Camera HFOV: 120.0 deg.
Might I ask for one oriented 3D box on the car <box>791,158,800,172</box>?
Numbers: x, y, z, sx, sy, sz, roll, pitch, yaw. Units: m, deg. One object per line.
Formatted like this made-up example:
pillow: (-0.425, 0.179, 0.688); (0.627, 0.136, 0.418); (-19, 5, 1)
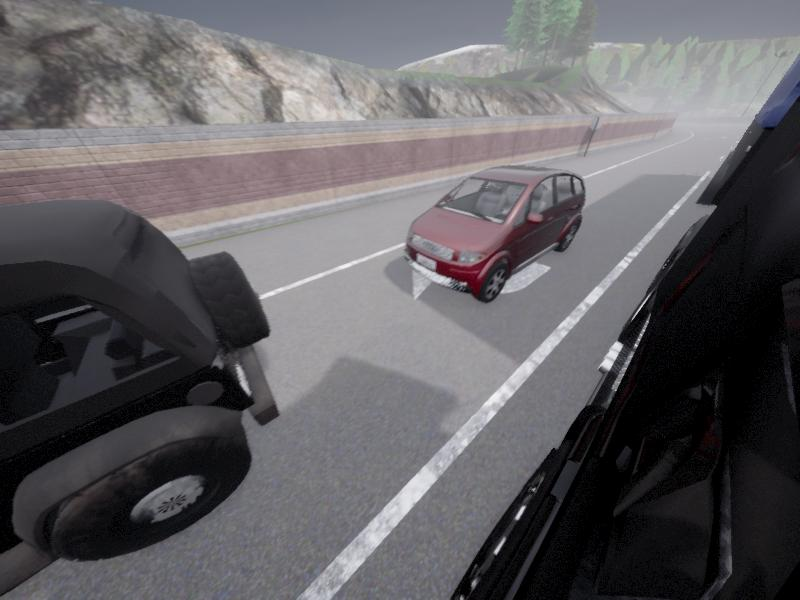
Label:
car: (17.215, -5.016, 8.217); (1.895, 1.301, 4.718); (22, 43, 29)

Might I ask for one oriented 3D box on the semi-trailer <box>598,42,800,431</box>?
semi-trailer: (8.698, -3.602, 4.234); (14.254, 4.402, 2.717); (-28, 44, -30)

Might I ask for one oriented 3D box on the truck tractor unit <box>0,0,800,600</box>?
truck tractor unit: (2.645, -0.295, 0.352); (6.516, 4.208, 3.053); (-28, 44, -30)

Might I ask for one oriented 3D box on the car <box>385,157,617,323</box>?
car: (1.803, -1.446, 4.153); (3.705, 1.549, 1.789); (-27, 43, -29)

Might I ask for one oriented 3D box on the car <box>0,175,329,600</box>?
car: (-2.770, 0.785, 1.171); (3.866, 1.878, 1.905); (-27, 43, -29)
